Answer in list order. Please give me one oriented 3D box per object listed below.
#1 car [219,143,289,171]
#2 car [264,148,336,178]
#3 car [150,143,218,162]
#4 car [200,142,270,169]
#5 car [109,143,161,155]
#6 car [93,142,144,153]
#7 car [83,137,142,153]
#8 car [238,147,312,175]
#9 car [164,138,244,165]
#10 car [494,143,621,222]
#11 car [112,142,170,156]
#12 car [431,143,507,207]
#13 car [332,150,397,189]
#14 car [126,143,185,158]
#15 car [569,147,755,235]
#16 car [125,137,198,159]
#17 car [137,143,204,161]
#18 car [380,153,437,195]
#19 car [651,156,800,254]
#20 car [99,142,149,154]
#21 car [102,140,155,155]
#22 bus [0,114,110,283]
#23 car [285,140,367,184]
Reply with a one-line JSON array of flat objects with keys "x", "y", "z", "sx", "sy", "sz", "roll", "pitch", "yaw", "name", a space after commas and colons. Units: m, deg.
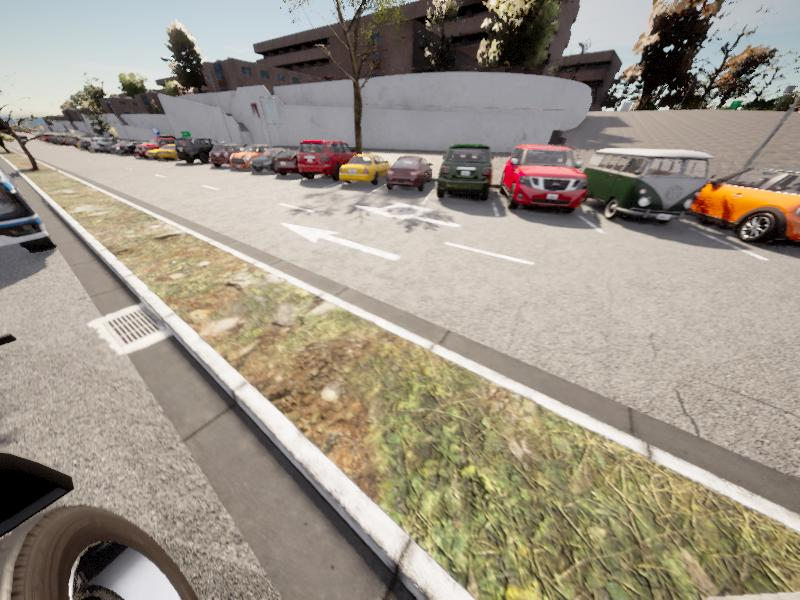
[{"x": -11.777, "y": -11.957, "z": 19.147, "sx": 2.185, "sy": 1.767, "sz": 4.553, "roll": 9, "pitch": 35, "yaw": 11, "name": "car"}, {"x": -6.816, "y": -9.867, "z": 16.504, "sx": 2.163, "sy": 1.488, "sz": 4.792, "roll": 8, "pitch": 35, "yaw": 11, "name": "car"}, {"x": -24.177, "y": -16.813, "z": 26.188, "sx": 1.946, "sy": 1.575, "sz": 5.366, "roll": 8, "pitch": 35, "yaw": 11, "name": "car"}, {"x": -14.285, "y": -12.902, "z": 20.463, "sx": 2.185, "sy": 1.767, "sz": 4.553, "roll": 8, "pitch": 35, "yaw": 11, "name": "car"}, {"x": -39.133, "y": -22.471, "z": 34.321, "sx": 2.002, "sy": 1.452, "sz": 4.674, "roll": 9, "pitch": 35, "yaw": 11, "name": "car"}, {"x": -46.596, "y": -25.412, "z": 38.456, "sx": 2.163, "sy": 1.488, "sz": 4.792, "roll": 8, "pitch": 35, "yaw": 11, "name": "car"}, {"x": -49.078, "y": -26.620, "z": 39.662, "sx": 2.435, "sy": 2.045, "sz": 5.566, "roll": 9, "pitch": 35, "yaw": 11, "name": "car"}, {"x": -9.298, "y": -10.857, "z": 17.832, "sx": 2.231, "sy": 1.521, "sz": 4.892, "roll": 9, "pitch": 35, "yaw": 11, "name": "car"}, {"x": -19.246, "y": -14.990, "z": 23.179, "sx": 2.435, "sy": 2.045, "sz": 5.566, "roll": 8, "pitch": 35, "yaw": 11, "name": "car"}, {"x": 5.604, "y": -5.121, "z": 9.441, "sx": 2.435, "sy": 2.045, "sz": 5.566, "roll": 9, "pitch": 35, "yaw": 11, "name": "car"}, {"x": -36.653, "y": -21.534, "z": 32.916, "sx": 2.097, "sy": 1.535, "sz": 5.008, "roll": 8, "pitch": 35, "yaw": 12, "name": "car"}, {"x": 3.129, "y": -6.149, "z": 10.868, "sx": 2.435, "sy": 2.045, "sz": 5.566, "roll": 9, "pitch": 35, "yaw": 11, "name": "car"}, {"x": -1.804, "y": -8.010, "z": 13.879, "sx": 1.946, "sy": 1.575, "sz": 5.366, "roll": 9, "pitch": 35, "yaw": 11, "name": "car"}, {"x": -31.679, "y": -19.569, "z": 30.158, "sx": 2.163, "sy": 1.488, "sz": 4.792, "roll": 9, "pitch": 35, "yaw": 11, "name": "car"}, {"x": 8.056, "y": -4.051, "z": 7.998, "sx": 1.878, "sy": 1.987, "sz": 4.442, "roll": 9, "pitch": 35, "yaw": 11, "name": "car"}, {"x": -29.188, "y": -18.834, "z": 28.623, "sx": 2.435, "sy": 2.045, "sz": 5.566, "roll": 9, "pitch": 35, "yaw": 11, "name": "car"}, {"x": -26.746, "y": -17.578, "z": 27.262, "sx": 1.946, "sy": 1.575, "sz": 5.366, "roll": 9, "pitch": 35, "yaw": 11, "name": "car"}, {"x": 0.632, "y": -6.882, "z": 12.382, "sx": 2.002, "sy": 1.452, "sz": 4.674, "roll": 9, "pitch": 35, "yaw": 11, "name": "car"}, {"x": 10.538, "y": -3.006, "z": 6.723, "sx": 2.185, "sy": 1.767, "sz": 4.553, "roll": 9, "pitch": 35, "yaw": 12, "name": "car"}, {"x": -44.103, "y": -24.407, "z": 37.068, "sx": 2.002, "sy": 1.452, "sz": 4.674, "roll": 9, "pitch": 35, "yaw": 11, "name": "car"}, {"x": -41.610, "y": -23.592, "z": 35.624, "sx": 2.185, "sy": 1.767, "sz": 4.553, "roll": 9, "pitch": 35, "yaw": 11, "name": "car"}, {"x": -11.993, "y": -3.516, "z": 5.050, "sx": 10.273, "sy": 4.253, "sz": 3.944, "roll": 22, "pitch": 41, "yaw": 27, "name": "bus"}, {"x": -4.325, "y": -9.113, "z": 14.978, "sx": 2.435, "sy": 2.045, "sz": 5.566, "roll": 9, "pitch": 35, "yaw": 11, "name": "car"}]
